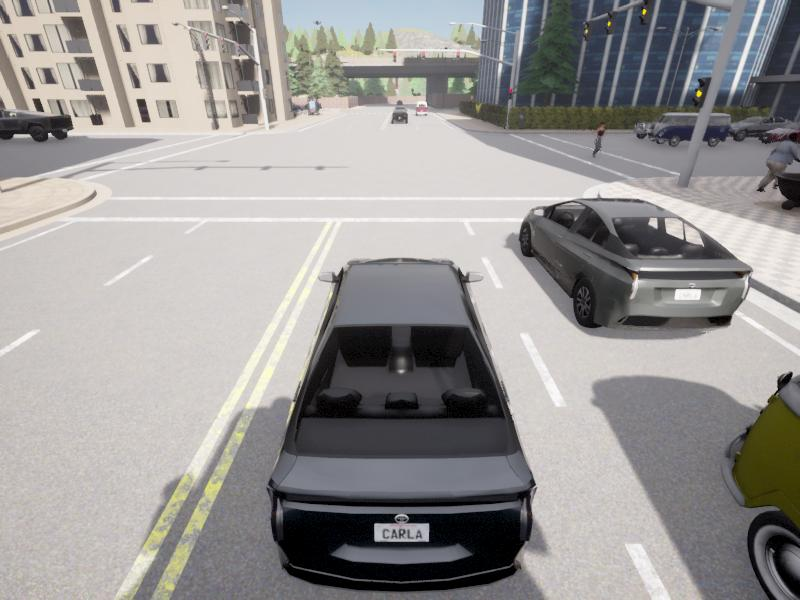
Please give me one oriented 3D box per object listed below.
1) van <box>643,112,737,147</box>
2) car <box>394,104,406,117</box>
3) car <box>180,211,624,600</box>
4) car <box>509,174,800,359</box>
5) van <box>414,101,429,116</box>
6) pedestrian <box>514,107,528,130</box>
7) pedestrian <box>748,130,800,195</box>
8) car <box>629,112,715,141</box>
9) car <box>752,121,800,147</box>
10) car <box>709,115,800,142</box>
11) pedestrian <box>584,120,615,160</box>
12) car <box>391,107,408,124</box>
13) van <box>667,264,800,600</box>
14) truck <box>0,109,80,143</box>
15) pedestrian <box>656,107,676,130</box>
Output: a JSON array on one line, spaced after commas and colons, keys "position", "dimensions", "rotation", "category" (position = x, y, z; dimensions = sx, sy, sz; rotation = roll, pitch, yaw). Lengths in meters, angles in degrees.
[{"position": [18.977, -11.244, 26.373], "dimensions": [4.442, 1.987, 1.775], "rotation": [0, 27, 0], "category": "van"}, {"position": [-0.005, -30.428, 64.148], "dimensions": [1.930, 1.638, 5.238], "rotation": [0, 27, 0], "category": "car"}, {"position": [0.009, 0.405, 4.167], "dimensions": [2.007, 1.525, 4.514], "rotation": [0, 27, 0], "category": "car"}, {"position": [3.508, -0.953, 6.816], "dimensions": [2.007, 1.525, 4.514], "rotation": [0, 27, 0], "category": "car"}, {"position": [3.482, -31.380, 65.574], "dimensions": [2.069, 2.038, 4.480], "rotation": [0, 27, 0], "category": "van"}, {"position": [10.862, -16.276, 35.933], "dimensions": [0.751, 1.860, 0.751], "rotation": [0, 27, 0], "category": "pedestrian"}, {"position": [12.099, -4.371, 12.726], "dimensions": [0.751, 1.860, 0.751], "rotation": [1, 27, 3], "category": "pedestrian"}, {"position": [19.961, -12.798, 29.521], "dimensions": [4.605, 1.855, 1.932], "rotation": [0, 27, -1], "category": "car"}, {"position": [26.461, -11.052, 26.558], "dimensions": [4.193, 1.474, 1.816], "rotation": [0, 27, -1], "category": "car"}, {"position": [26.410, -12.715, 29.639], "dimensions": [5.027, 1.651, 2.152], "rotation": [0, 27, -1], "category": "car"}, {"position": [10.346, -8.338, 20.792], "dimensions": [0.751, 1.860, 0.751], "rotation": [-7, 28, -13], "category": "pedestrian"}, {"position": [-0.030, -22.715, 49.112], "dimensions": [1.930, 1.638, 5.238], "rotation": [0, 27, 0], "category": "car"}, {"position": [3.189, 1.671, 1.196], "dimensions": [1.775, 1.987, 4.442], "rotation": [2, 27, 3], "category": "van"}, {"position": [-27.517, -12.637, 28.963], "dimensions": [6.274, 2.098, 2.390], "rotation": [0, 27, -1], "category": "truck"}, {"position": [23.891, -16.287, 35.955], "dimensions": [0.751, 1.860, 0.751], "rotation": [0, 27, 0], "category": "pedestrian"}]
